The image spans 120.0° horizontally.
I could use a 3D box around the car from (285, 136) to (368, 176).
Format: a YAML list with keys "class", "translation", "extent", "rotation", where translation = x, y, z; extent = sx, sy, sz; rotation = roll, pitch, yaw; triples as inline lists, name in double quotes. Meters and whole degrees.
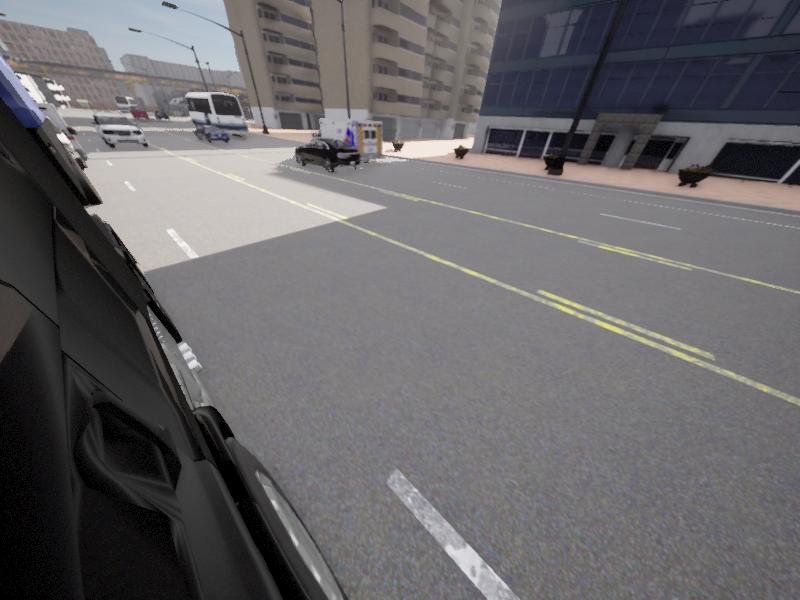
- class: "car"
  translation: [-4.367, -8.641, 13.654]
  extent: [4.902, 1.511, 2.128]
  rotation: [29, 44, 31]

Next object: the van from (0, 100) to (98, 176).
- class: "van"
  translation: [-17.380, -7.918, 11.068]
  extent: [6.366, 2.431, 2.351]
  rotation: [29, 44, 31]

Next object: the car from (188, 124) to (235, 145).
- class: "car"
  translation: [-19.597, -17.260, 23.994]
  extent: [5.357, 1.411, 2.033]
  rotation: [30, 45, 30]

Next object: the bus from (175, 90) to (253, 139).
- class: "bus"
  translation: [-23.700, -23.615, 29.452]
  extent: [10.273, 4.253, 3.944]
  rotation: [31, 45, 29]

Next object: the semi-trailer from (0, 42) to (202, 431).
- class: "semi-trailer"
  translation: [-8.703, -3.602, 4.222]
  extent: [14.254, 4.402, 2.717]
  rotation: [28, 44, 30]

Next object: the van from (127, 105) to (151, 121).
- class: "van"
  translation: [-48.256, -34.581, 42.676]
  extent: [4.442, 1.987, 1.775]
  rotation: [31, 45, 30]

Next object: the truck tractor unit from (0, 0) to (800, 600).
- class: "truck tractor unit"
  translation: [-2.645, -0.295, 0.351]
  extent: [6.516, 4.208, 3.053]
  rotation: [28, 44, 30]

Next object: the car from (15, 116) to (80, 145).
- class: "car"
  translation: [-27.250, -13.214, 17.972]
  extent: [4.902, 1.511, 2.128]
  rotation: [30, 45, 30]

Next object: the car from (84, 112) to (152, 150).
- class: "car"
  translation: [-21.906, -13.184, 17.955]
  extent: [5.566, 2.045, 2.150]
  rotation: [30, 44, 30]

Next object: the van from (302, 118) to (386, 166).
- class: "van"
  translation: [-4.134, -11.686, 16.967]
  extent: [6.366, 2.431, 2.351]
  rotation: [29, 44, 31]
